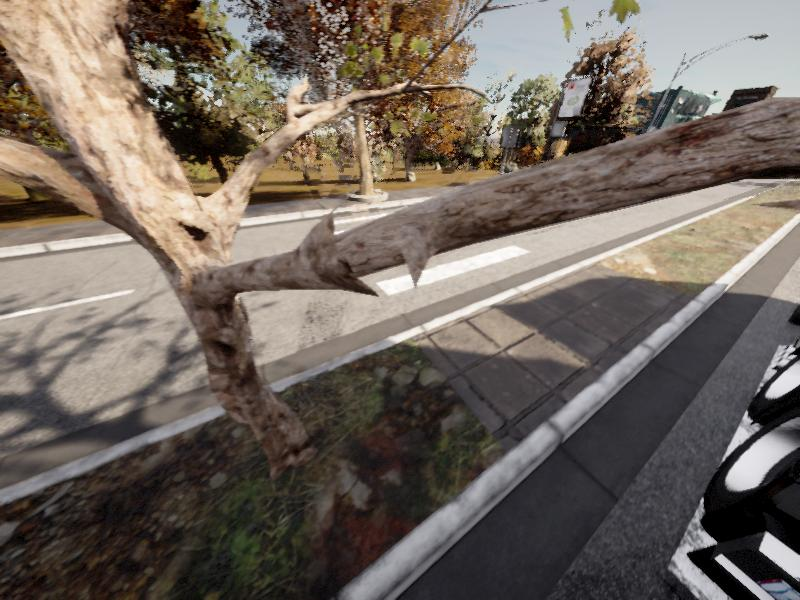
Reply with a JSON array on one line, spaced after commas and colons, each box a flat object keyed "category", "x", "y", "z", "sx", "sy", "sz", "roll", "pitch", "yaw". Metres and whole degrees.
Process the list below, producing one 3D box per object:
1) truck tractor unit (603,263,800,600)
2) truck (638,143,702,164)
[{"category": "truck tractor unit", "x": 5.110, "y": -0.301, "z": 0.798, "sx": 6.516, "sy": 4.208, "sz": 3.053, "roll": -18, "pitch": 38, "yaw": -24}, {"category": "truck", "x": 40.840, "y": -22.349, "z": 35.188, "sx": 2.627, "sy": 2.467, "sz": 5.204, "roll": -16, "pitch": 36, "yaw": -21}]
